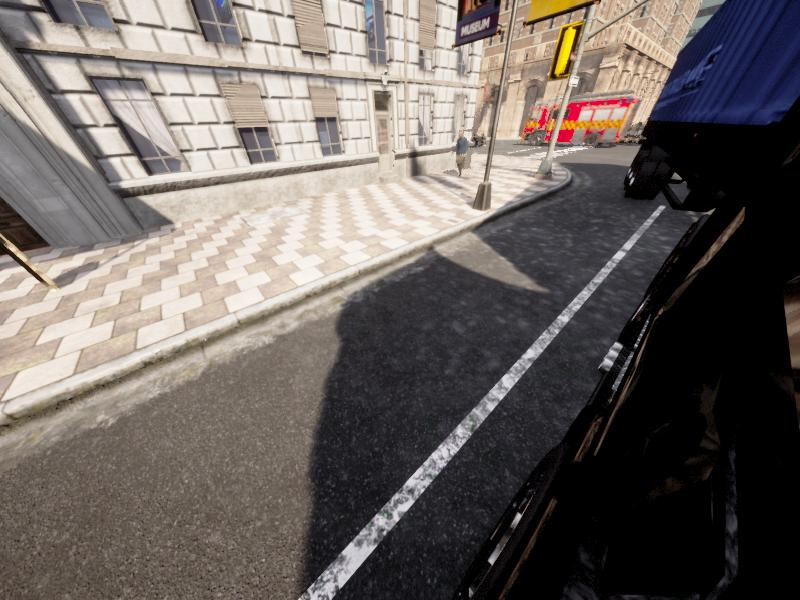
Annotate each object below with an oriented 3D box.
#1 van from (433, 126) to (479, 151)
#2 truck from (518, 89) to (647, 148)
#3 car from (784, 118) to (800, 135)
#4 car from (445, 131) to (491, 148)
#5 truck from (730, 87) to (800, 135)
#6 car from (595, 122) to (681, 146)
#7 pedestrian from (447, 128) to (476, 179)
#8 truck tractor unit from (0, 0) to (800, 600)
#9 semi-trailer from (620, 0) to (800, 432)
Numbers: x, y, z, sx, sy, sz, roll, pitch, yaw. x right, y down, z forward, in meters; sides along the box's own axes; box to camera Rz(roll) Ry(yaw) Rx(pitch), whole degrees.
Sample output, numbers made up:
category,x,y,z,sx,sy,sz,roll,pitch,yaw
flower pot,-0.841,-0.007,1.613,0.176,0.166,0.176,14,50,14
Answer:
category,x,y,z,sx,sy,sz,roll,pitch,yaw
van,5.825,-17.274,24.694,1.775,1.987,4.442,-29,44,-30
truck,16.781,-17.148,22.300,2.891,3.827,8.468,-29,44,-31
car,43.620,-18.669,24.753,4.718,1.301,1.895,-29,44,-30
car,7.867,-18.936,27.195,1.837,1.490,4.892,-29,44,-30
truck,41.744,-21.452,26.477,8.468,3.827,2.891,-29,44,-30
car,22.350,-15.816,21.993,1.930,1.638,5.238,-29,44,-31
pedestrian,2.731,-6.574,10.405,0.751,1.860,0.751,27,46,34
truck tractor unit,2.645,-0.295,0.351,6.516,4.208,3.053,-28,44,-30
semi-trailer,7.689,-4.149,5.011,2.717,4.402,14.254,23,44,30
